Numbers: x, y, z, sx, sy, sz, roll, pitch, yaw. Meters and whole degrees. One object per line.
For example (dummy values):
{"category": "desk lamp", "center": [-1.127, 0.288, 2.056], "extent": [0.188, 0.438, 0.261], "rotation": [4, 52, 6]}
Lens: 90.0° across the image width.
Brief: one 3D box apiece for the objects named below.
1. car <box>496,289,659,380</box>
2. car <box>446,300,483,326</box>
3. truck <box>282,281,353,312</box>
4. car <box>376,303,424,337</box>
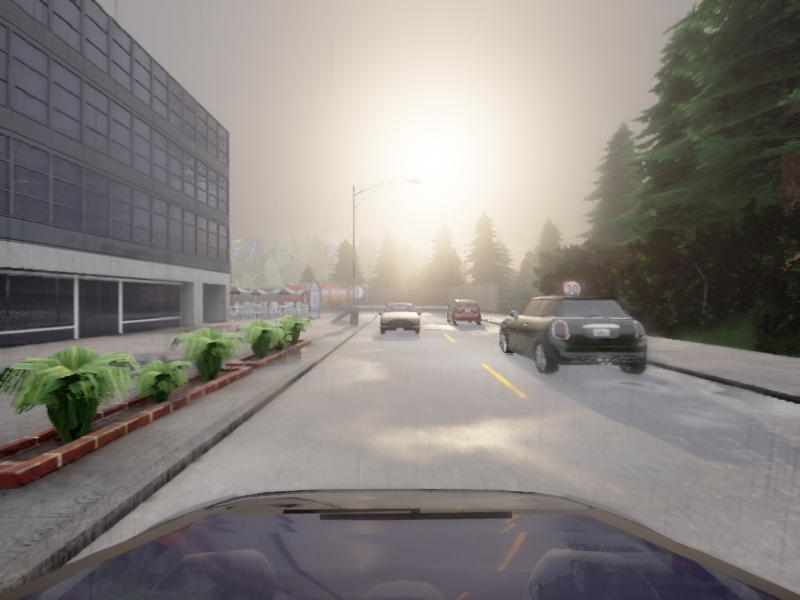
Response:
{"category": "car", "center": [4.001, 0.671, 10.064], "extent": [2.097, 1.767, 4.553], "rotation": [0, 0, 0]}
{"category": "car", "center": [4.005, 0.760, 25.434], "extent": [1.789, 1.549, 3.705], "rotation": [0, 0, 0]}
{"category": "truck", "center": [-10.478, -0.428, 51.166], "extent": [8.468, 3.827, 2.891], "rotation": [0, 0, 3]}
{"category": "car", "center": [0.004, 0.853, 19.582], "extent": [2.033, 1.411, 5.357], "rotation": [0, 0, 0]}
